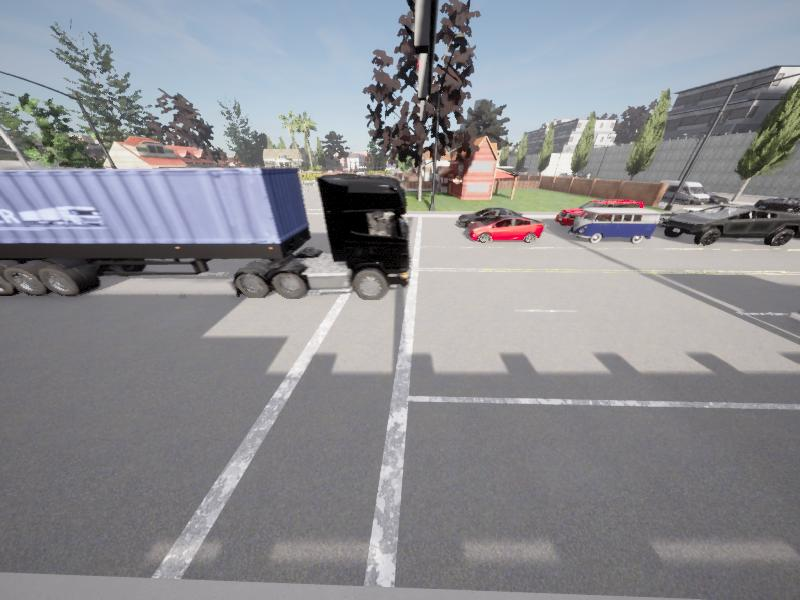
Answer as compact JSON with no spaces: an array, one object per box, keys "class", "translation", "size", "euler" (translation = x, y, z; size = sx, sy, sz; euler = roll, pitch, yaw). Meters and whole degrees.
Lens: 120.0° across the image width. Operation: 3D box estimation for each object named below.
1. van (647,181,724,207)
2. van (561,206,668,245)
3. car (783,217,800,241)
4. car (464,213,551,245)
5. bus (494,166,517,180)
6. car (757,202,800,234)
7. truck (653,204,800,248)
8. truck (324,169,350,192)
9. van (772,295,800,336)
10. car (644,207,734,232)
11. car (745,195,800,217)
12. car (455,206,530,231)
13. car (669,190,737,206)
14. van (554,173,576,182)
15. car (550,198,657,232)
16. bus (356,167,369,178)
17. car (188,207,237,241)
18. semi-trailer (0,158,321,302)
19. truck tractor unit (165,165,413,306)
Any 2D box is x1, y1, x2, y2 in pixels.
[{"class":"van","translation":[36.309,-13.819,29.801],"size":[1.988,2.561,5.915],"euler":[0,30,1]},{"class":"van","translation":[13.318,-4.758,14.662],"size":[4.442,1.987,1.775],"euler":[1,30,1]},{"class":"car","translation":[28.048,-4.594,14.472],"size":[3.866,1.878,1.905],"euler":[0,30,0]},{"class":"car","translation":[6.701,-4.639,14.916],"size":[4.514,1.525,2.007],"euler":[1,30,1]},{"class":"bus","translation":[40.984,-49.740,90.243],"size":[3.944,4.253,10.273],"euler":[0,30,1]},{"class":"car","translation":[30.737,-6.213,17.296],"size":[4.605,1.855,1.932],"euler":[-4,31,-8]},{"class":"truck","translation":[20.689,-4.672,14.400],"size":[6.274,2.098,2.390],"euler":[1,30,2]},{"class":"truck","translation":[-12.756,-24.915,47.736],"size":[2.891,3.827,8.468],"euler":[0,30,0]},{"class":"van","translation":[14.610,0.318,5.428],"size":[6.366,2.431,2.351],"euler":[1,30,1]},{"class":"car","translation":[21.911,-6.208,17.683],"size":[3.806,1.475,1.970],"euler":[0,30,1]},{"class":"car","translation":[39.675,-9.496,23.343],"size":[2.128,1.511,4.902],"euler":[1,30,1]},{"class":"car","translation":[7.016,-6.372,17.951],"size":[4.892,1.490,1.837],"euler":[1,30,1]},{"class":"car","translation":[39.823,-13.640,30.636],"size":[2.033,1.411,5.357],"euler":[0,30,1]},{"class":"van","translation":[52.062,-38.743,73.073],"size":[2.351,2.431,6.366],"euler":[0,30,1]},{"class":"car","translation":[15.165,-6.492,17.603],"size":[5.566,2.045,2.150],"euler":[1,30,2]},{"class":"bus","translation":[-16.290,-55.627,100.494],"size":[3.944,4.253,10.273],"euler":[0,30,0]},{"class":"car","translation":[-13.369,-5.648,16.798],"size":[1.994,1.385,4.181],"euler":[-15,33,-24]},{"class":"semi-trailer","translation":[-10.794,-2.608,8.495],"size":[14.254,4.402,2.717],"euler":[1,30,1]},{"class":"truck tractor unit","translation":[-2.879,-2.427,8.380],"size":[6.516,4.208,3.053],"euler":[1,30,1]}]
